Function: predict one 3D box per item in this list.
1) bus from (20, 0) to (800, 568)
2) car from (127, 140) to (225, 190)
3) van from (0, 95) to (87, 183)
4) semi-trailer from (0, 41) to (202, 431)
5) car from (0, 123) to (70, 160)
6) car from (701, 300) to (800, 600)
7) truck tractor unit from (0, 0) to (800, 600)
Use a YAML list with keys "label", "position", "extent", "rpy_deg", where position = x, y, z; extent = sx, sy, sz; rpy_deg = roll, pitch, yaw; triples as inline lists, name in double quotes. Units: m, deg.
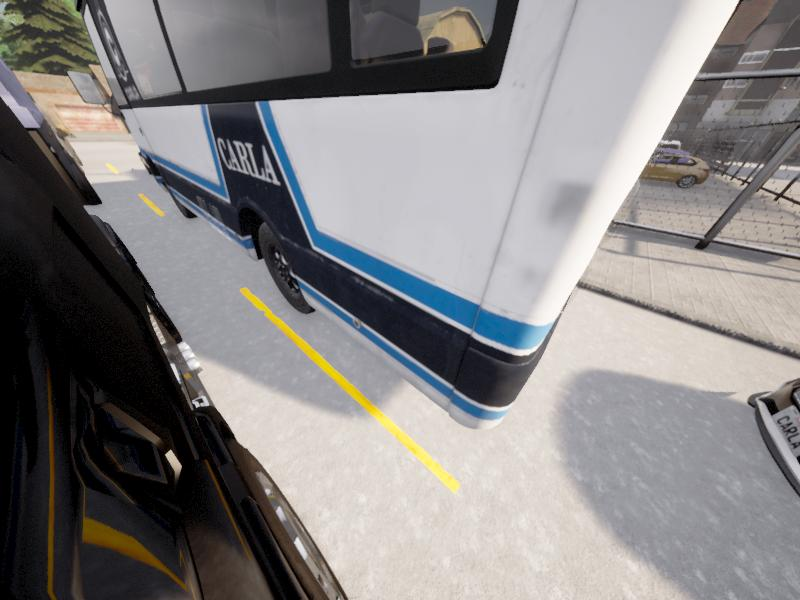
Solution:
- label: "bus"
  position: [-2.166, -3.037, 4.016]
  extent: [10.273, 4.253, 3.944]
  rpy_deg: [29, 44, 31]
- label: "car"
  position: [-9.715, -5.986, 9.969]
  extent: [4.718, 1.301, 1.895]
  rpy_deg: [30, 44, 31]
- label: "van"
  position: [-16.118, -7.068, 9.996]
  extent: [5.915, 2.561, 1.988]
  rpy_deg: [30, 44, 32]
- label: "semi-trailer"
  position: [-8.709, -3.595, 4.220]
  extent: [14.254, 4.402, 2.717]
  rpy_deg: [28, 44, 30]
- label: "car"
  position: [-21.608, -9.206, 13.331]
  extent: [3.705, 1.549, 1.789]
  rpy_deg: [21, 40, 23]
- label: "car"
  position: [4.883, 1.681, 0.424]
  extent: [4.902, 1.511, 2.128]
  rpy_deg: [25, 42, 27]
- label: "truck tractor unit"
  position: [-2.645, -0.295, 0.351]
  extent: [6.516, 4.208, 3.053]
  rpy_deg: [28, 44, 30]
